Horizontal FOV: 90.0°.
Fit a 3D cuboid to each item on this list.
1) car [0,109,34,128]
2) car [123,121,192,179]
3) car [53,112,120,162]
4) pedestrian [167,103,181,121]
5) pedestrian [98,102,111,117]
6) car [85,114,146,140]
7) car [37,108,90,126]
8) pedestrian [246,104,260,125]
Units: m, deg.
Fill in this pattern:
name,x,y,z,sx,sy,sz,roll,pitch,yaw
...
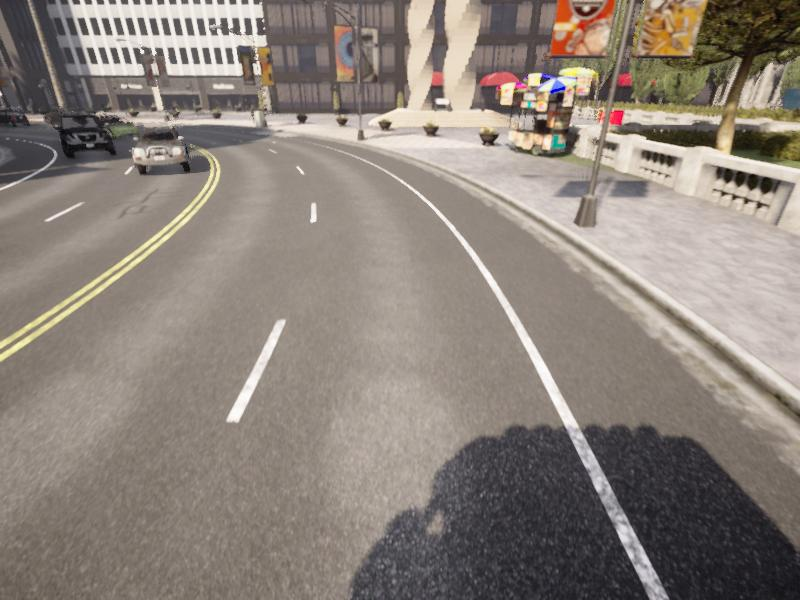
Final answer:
name,x,y,z,sx,sy,sz,roll,pitch,yaw
car,-39.532,-18.214,40.114,3.705,1.549,1.789,3,27,6
car,-10.433,-6.724,17.560,1.932,1.855,4.605,-12,29,-22
car,-17.238,-9.058,21.885,2.150,2.045,5.566,-19,33,-33
pedestrian,-26.607,-22.212,47.165,0.751,1.860,0.751,17,32,29
pedestrian,-39.873,-25.727,53.958,0.751,1.860,0.751,17,32,29
car,-21.638,-13.152,30.369,4.514,1.525,2.007,19,33,32
car,-35.948,-19.608,42.760,3.988,1.617,1.851,6,28,11
pedestrian,-14.989,-18.952,40.876,0.751,1.860,0.751,23,35,37
